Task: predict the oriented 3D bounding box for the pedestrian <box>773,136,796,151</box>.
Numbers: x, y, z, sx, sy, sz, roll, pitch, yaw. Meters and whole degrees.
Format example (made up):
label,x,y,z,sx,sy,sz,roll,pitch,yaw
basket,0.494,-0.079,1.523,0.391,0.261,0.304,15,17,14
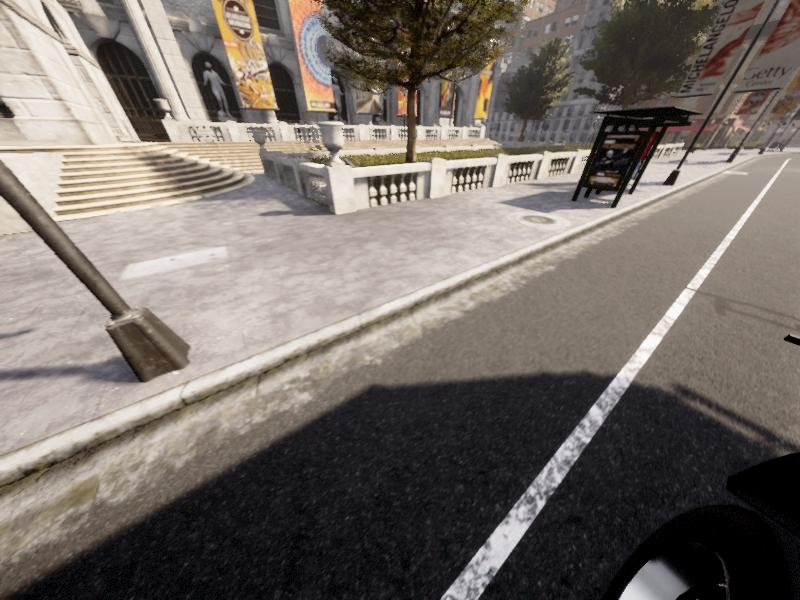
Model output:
label,x,y,z,sx,sy,sz,roll,pitch,yaw
pedestrian,58.044,-23.600,34.919,0.751,1.860,0.751,-4,35,-5
